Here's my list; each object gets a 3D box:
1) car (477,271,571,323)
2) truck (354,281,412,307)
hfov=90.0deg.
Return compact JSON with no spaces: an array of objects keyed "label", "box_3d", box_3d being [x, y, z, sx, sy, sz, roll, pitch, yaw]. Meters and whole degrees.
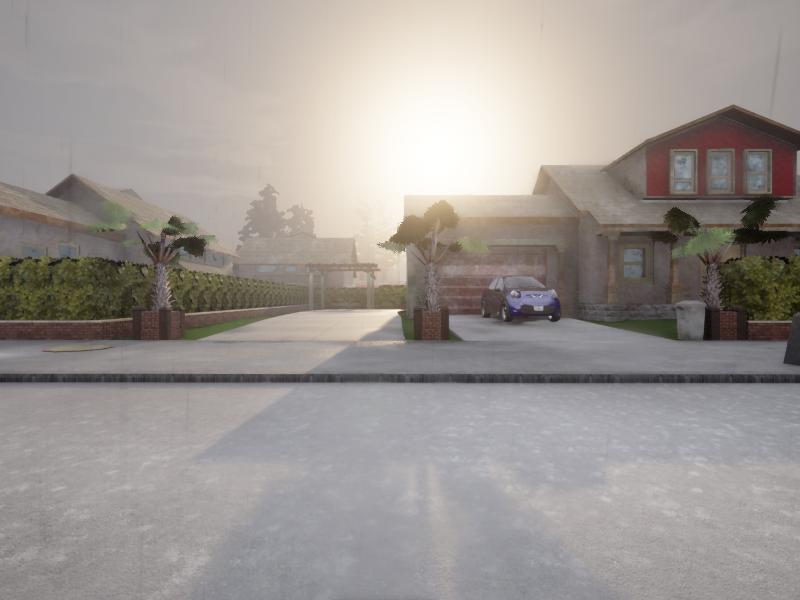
[{"label":"car","box_3d":[3.891,-0.082,13.247,1.845,1.501,3.633,0,0,-3]},{"label":"truck","box_3d":[-2.477,-0.921,60.272,8.468,3.827,2.891,0,0,0]}]
